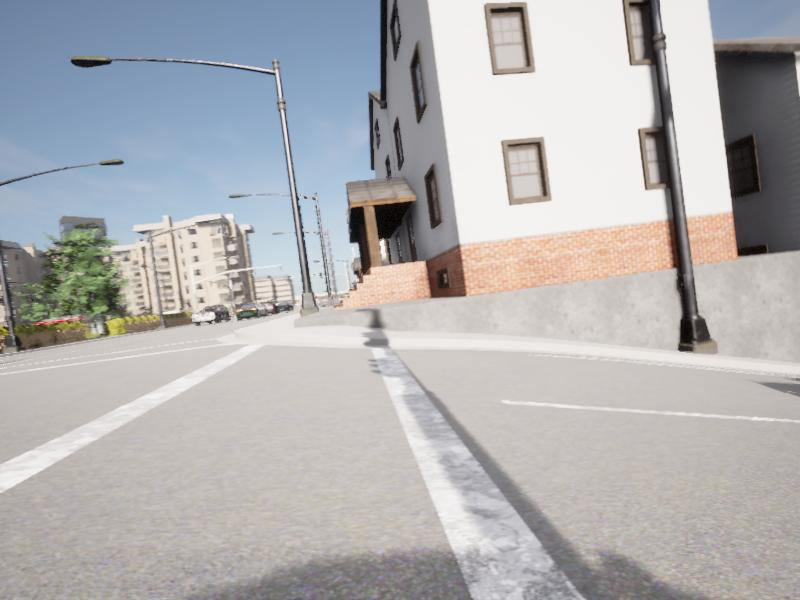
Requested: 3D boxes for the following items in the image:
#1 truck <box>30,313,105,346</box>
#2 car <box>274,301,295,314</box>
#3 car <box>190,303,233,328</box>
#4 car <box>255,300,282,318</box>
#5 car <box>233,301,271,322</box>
[{"bbox_3d":[-51.846,4.523,62.559,8.468,3.827,2.891,-8,1,-4],"label":"truck"},{"bbox_3d":[-15.692,1.021,54.704,1.812,1.442,4.674,-8,1,-6],"label":"car"},{"bbox_3d":[-17.298,1.331,36.893,1.932,1.855,4.605,-8,1,-6],"label":"car"},{"bbox_3d":[-14.627,0.974,44.636,1.851,1.617,3.988,-8,1,-6],"label":"car"},{"bbox_3d":[-13.895,1.034,37.879,2.038,1.542,4.974,-8,1,-6],"label":"car"}]
